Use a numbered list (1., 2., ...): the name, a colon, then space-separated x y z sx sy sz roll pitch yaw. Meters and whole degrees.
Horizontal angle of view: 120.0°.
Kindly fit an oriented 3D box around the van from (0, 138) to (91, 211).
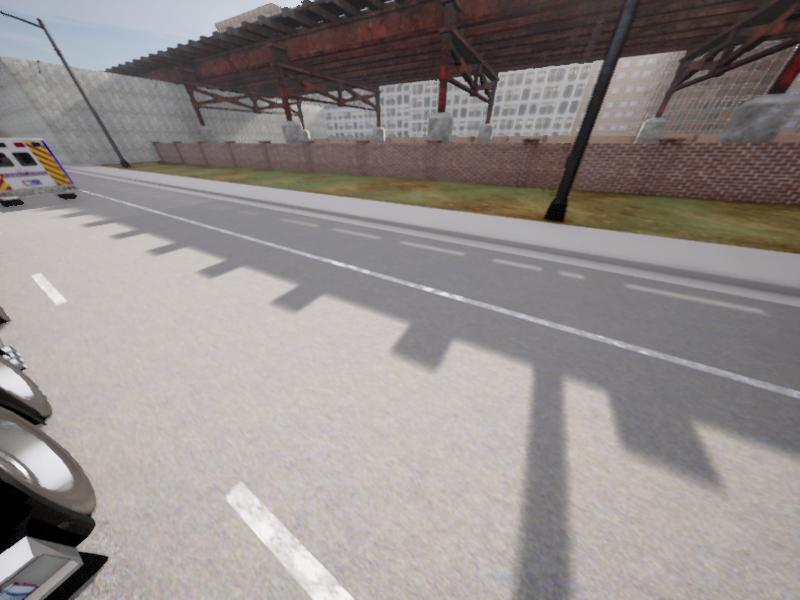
1. van: -18.111 -6.061 10.807 6.366 2.431 2.351 18 39 24

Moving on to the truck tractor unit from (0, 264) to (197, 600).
1. truck tractor unit: -5.117 -0.293 0.790 6.516 4.208 3.053 18 39 24
